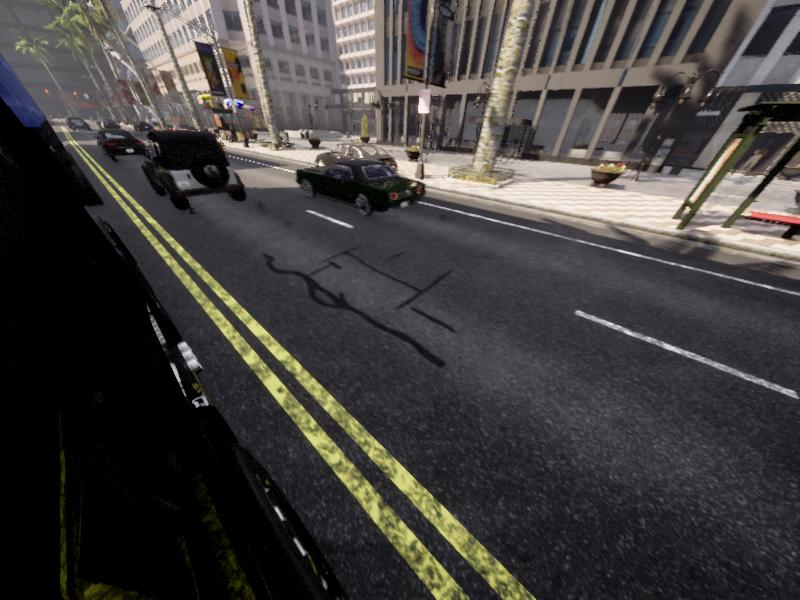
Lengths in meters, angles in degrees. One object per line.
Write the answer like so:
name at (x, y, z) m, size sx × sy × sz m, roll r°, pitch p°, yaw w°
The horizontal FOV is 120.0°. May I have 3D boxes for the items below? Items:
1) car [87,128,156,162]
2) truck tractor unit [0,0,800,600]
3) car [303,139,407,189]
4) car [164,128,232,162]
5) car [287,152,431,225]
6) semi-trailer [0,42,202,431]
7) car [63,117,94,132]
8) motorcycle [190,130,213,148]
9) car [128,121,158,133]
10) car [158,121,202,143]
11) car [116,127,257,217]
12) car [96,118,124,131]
car at (-17.346, -9.707, 14.378) m, size 4.674 × 1.442 × 1.812 m, roll 28°, pitch 44°, yaw 30°
truck tractor unit at (-2.645, -0.295, 0.351) m, size 6.516 × 4.208 × 3.053 m, roll 28°, pitch 44°, yaw 30°
car at (-2.299, -6.888, 11.450) m, size 4.892 × 1.521 × 2.231 m, roll 28°, pitch 44°, yaw 30°
car at (-13.718, -10.551, 15.652) m, size 5.008 × 1.535 × 1.882 m, roll 28°, pitch 44°, yaw 30°
car at (-1.530, -3.968, 7.786) m, size 4.718 × 1.301 × 1.895 m, roll 28°, pitch 44°, yaw 30°
semi-trailer at (-8.702, -3.595, 4.236) m, size 14.254 × 4.402 × 2.717 m, roll 28°, pitch 44°, yaw 30°
car at (-49.077, -26.863, 35.252) m, size 4.856 × 1.649 × 2.033 m, roll 29°, pitch 44°, yaw 30°
motorcycle at (-19.252, -15.665, 22.426) m, size 0.764 × 1.277 × 2.356 m, roll -11°, pitch 39°, yaw -17°
car at (-41.395, -27.904, 37.242) m, size 4.792 × 1.488 × 2.163 m, roll 28°, pitch 44°, yaw 30°
car at (-24.776, -18.953, 26.015) m, size 4.553 × 1.767 × 2.185 m, roll 28°, pitch 44°, yaw 30°
car at (-6.735, -4.247, 7.343) m, size 3.866 × 1.878 × 1.905 m, roll 28°, pitch 44°, yaw 30°
car at (-48.126, -29.066, 38.341) m, size 4.974 × 1.542 × 2.038 m, roll 28°, pitch 44°, yaw 30°
